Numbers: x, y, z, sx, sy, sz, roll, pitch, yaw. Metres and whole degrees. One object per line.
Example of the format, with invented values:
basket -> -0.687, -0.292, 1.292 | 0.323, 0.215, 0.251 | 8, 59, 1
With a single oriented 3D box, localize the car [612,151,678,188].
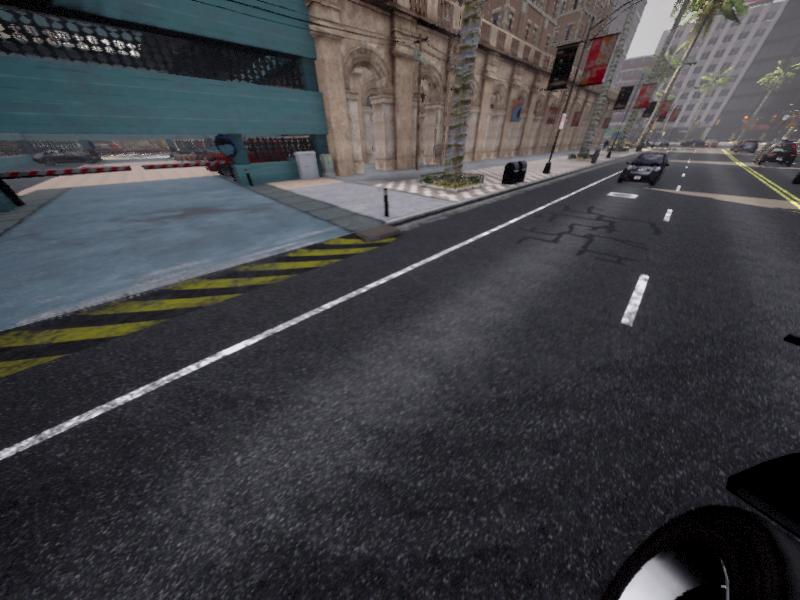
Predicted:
car -> 14.223, -7.642, 13.380 | 3.633, 1.501, 1.845 | -29, 44, -34

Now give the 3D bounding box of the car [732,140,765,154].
car -> 54.087, -23.886, 35.973 | 4.856, 1.649, 2.033 | -28, 43, -34

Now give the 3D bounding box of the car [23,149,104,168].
car -> -38.079, -16.244, 26.397 | 4.902, 1.511, 2.128 | -29, 44, -34

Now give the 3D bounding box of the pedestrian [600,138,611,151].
pedestrian -> 35.864, -27.059, 40.315 | 0.751, 1.860, 0.751 | -29, 44, -34

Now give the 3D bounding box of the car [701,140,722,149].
car -> 68.536, -34.337, 50.875 | 4.792, 1.488, 2.163 | -28, 43, -34

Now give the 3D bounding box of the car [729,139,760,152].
car -> 59.095, -26.600, 39.751 | 4.611, 1.667, 2.242 | -28, 43, -34

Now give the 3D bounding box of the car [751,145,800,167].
car -> 34.493, -13.239, 21.163 | 4.674, 1.442, 1.812 | -29, 44, -34

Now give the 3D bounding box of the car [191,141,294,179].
car -> -11.508, -10.656, 17.336 | 5.566, 2.045, 2.435 | -29, 44, -34

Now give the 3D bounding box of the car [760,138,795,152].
car -> 62.340, -25.670, 38.254 | 4.553, 1.767, 2.097 | -28, 43, -34

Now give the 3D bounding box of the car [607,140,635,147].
car -> 61.800, -43.897, 64.628 | 1.801, 1.575, 5.366 | -29, 44, -34

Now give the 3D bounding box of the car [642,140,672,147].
car -> 67.156, -40.983, 60.397 | 4.974, 1.542, 2.038 | 27, 43, 33

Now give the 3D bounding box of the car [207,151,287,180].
car -> -11.462, -10.358, 17.592 | 4.514, 1.523, 2.007 | -29, 44, -34

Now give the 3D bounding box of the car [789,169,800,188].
car -> 21.796, -6.440, 11.216 | 3.866, 1.878, 1.905 | -29, 44, -34

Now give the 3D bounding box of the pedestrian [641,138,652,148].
pedestrian -> 54.250, -34.584, 50.821 | 0.751, 1.860, 0.751 | -6, 35, -8

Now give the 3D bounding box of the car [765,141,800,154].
car -> 57.749, -23.088, 34.851 | 4.974, 1.542, 2.038 | -28, 43, -34

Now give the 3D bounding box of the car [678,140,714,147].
car -> 74.551, -39.554, 58.345 | 5.357, 1.411, 2.033 | 6, 35, 9
